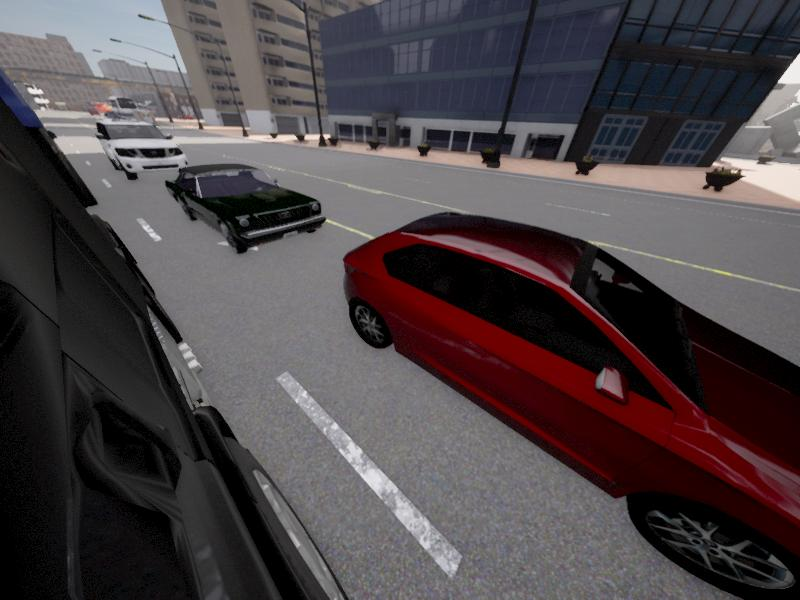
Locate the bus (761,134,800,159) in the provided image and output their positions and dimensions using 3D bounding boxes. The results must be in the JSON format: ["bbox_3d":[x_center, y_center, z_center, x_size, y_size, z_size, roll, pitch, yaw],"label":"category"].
[{"bbox_3d":[90.561,-33.879,51.261,3.944,4.253,10.273,-18,42,-25],"label":"bus"}]

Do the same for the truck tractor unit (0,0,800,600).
[{"bbox_3d":[-2.645,-0.295,0.351,6.516,4.208,3.053,28,44,30],"label":"truck tractor unit"}]

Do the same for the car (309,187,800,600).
[{"bbox_3d":[1.278,0.176,2.233,4.193,1.474,1.816,28,43,30],"label":"car"}]

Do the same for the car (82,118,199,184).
[{"bbox_3d":[-11.963,-7.002,10.621,5.566,2.045,2.150,27,43,30],"label":"car"}]

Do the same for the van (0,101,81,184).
[{"bbox_3d":[-16.571,-6.839,9.826,6.366,2.431,2.351,28,43,30],"label":"van"}]

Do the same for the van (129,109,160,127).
[{"bbox_3d":[-51.469,-36.660,46.479,6.366,2.431,2.351,29,44,28],"label":"van"}]

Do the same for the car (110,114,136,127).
[{"bbox_3d":[-52.778,-34.187,43.982,4.902,1.511,2.128,29,44,28],"label":"car"}]

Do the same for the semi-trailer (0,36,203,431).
[{"bbox_3d":[-8.759,-3.552,4.185,14.254,4.402,2.717,27,43,29],"label":"semi-trailer"}]

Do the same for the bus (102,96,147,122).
[{"bbox_3d":[-63.513,-44.078,53.280,10.273,4.253,3.944,29,44,29],"label":"bus"}]

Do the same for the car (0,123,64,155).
[{"bbox_3d":[-25.166,-10.974,15.637,4.902,1.511,2.128,28,43,30],"label":"car"}]

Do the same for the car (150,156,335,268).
[{"bbox_3d":[-3.916,-2.471,5.630,4.718,1.301,1.895,28,43,30],"label":"car"}]
